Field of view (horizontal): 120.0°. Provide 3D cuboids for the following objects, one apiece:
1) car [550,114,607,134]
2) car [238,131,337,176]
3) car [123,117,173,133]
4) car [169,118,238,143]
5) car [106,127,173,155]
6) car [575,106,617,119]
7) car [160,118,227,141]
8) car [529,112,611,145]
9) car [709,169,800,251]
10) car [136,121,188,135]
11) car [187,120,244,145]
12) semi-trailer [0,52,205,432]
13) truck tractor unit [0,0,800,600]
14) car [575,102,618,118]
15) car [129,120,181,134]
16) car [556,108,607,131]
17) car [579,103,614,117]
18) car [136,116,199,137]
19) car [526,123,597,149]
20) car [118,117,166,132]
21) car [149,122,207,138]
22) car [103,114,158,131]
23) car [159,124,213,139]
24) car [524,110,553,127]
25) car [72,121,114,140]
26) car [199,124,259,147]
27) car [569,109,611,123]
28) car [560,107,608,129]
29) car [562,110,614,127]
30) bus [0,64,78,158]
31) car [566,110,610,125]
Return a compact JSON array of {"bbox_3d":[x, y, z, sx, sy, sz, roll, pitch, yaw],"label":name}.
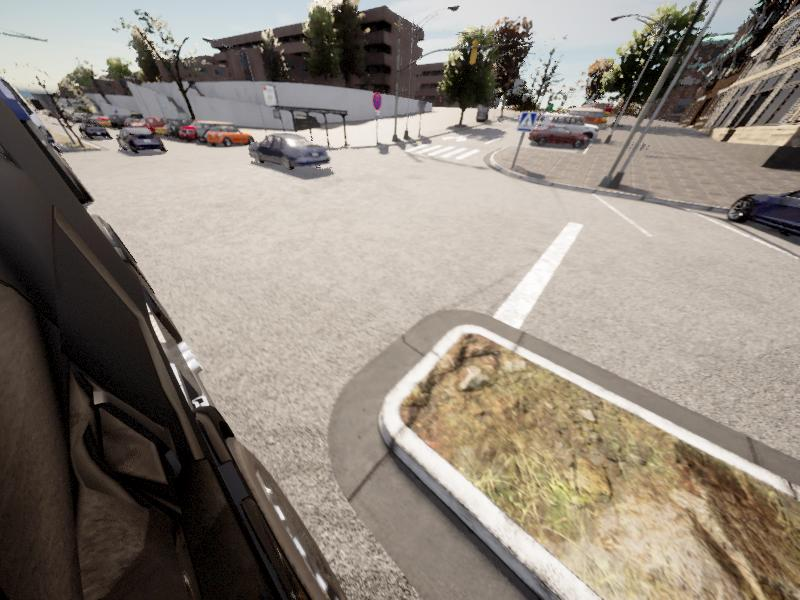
[{"bbox_3d":[21.154,-21.115,27.645,4.892,1.521,2.231,12,44,11],"label":"car"},{"bbox_3d":[-5.930,-7.831,12.108,5.357,1.411,2.033,28,45,29],"label":"car"},{"bbox_3d":[-39.655,-27.604,36.566,2.185,1.767,4.553,12,37,11],"label":"car"},{"bbox_3d":[-22.607,-19.752,27.041,2.435,2.045,5.566,12,37,11],"label":"car"},{"bbox_3d":[-19.884,-12.199,17.620,4.792,1.488,2.163,25,43,29],"label":"car"},{"bbox_3d":[35.552,-34.197,42.119,5.366,1.575,1.946,11,44,11],"label":"car"},{"bbox_3d":[-25.033,-20.926,28.440,2.435,2.045,5.566,11,37,11],"label":"car"},{"bbox_3d":[15.840,-16.387,22.039,5.566,2.045,2.435,12,44,11],"label":"car"},{"bbox_3d":[11.695,-2.203,6.046,2.163,1.488,4.792,14,38,15],"label":"car"},{"bbox_3d":[-34.795,-25.228,33.979,2.163,1.488,4.792,11,37,11],"label":"car"},{"bbox_3d":[-20.207,-18.537,25.628,1.878,1.987,4.442,12,37,11],"label":"car"},{"bbox_3d":[-8.815,-3.536,4.088,14.254,4.402,2.717,27,45,29],"label":"semi-trailer"},{"bbox_3d":[-2.645,-0.295,0.351,6.516,4.208,3.053,28,44,30],"label":"truck tractor unit"},{"bbox_3d":[37.106,-36.071,43.815,5.566,2.045,2.435,11,44,10],"label":"car"},{"bbox_3d":[-37.229,-26.362,35.282,2.231,1.521,4.892,12,37,11],"label":"car"},{"bbox_3d":[22.835,-22.934,29.316,4.442,1.987,1.878,12,44,11],"label":"car"},{"bbox_3d":[38.862,-37.652,45.750,4.553,1.767,2.185,11,43,10],"label":"car"},{"bbox_3d":[-32.343,-24.324,32.473,2.435,2.045,5.566,11,37,11],"label":"car"},{"bbox_3d":[14.031,-14.539,20.427,4.674,1.452,2.002,12,44,11],"label":"car"},{"bbox_3d":[-42.118,-28.693,37.858,2.185,1.767,4.553,11,37,11],"label":"car"},{"bbox_3d":[-29.873,-23.084,31.403,1.946,1.575,5.366,11,37,11],"label":"car"},{"bbox_3d":[-46.978,-31.070,40.518,2.435,2.045,5.566,11,37,11],"label":"car"},{"bbox_3d":[-27.491,-21.810,29.937,2.002,1.452,4.674,11,37,11],"label":"car"},{"bbox_3d":[19.621,-25.728,32.690,2.128,1.511,4.902,26,48,25],"label":"car"},{"bbox_3d":[-34.008,-18.832,25.595,4.193,1.474,1.816,25,43,27],"label":"car"},{"bbox_3d":[-17.775,-17.350,24.380,2.185,1.767,4.553,12,37,12],"label":"car"},{"bbox_3d":[30.076,-29.277,36.734,4.674,1.452,2.002,12,44,11],"label":"car"},{"bbox_3d":[24.621,-24.574,31.130,4.442,1.987,1.878,12,44,11],"label":"car"},{"bbox_3d":[26.694,-25.989,33.038,5.366,1.575,1.946,12,44,11],"label":"car"},{"bbox_3d":[-26.771,-12.372,15.234,10.273,4.253,3.944,25,43,27],"label":"bus"},{"bbox_3d":[28.303,-27.630,34.912,4.674,1.452,2.002,12,44,11],"label":"car"}]
